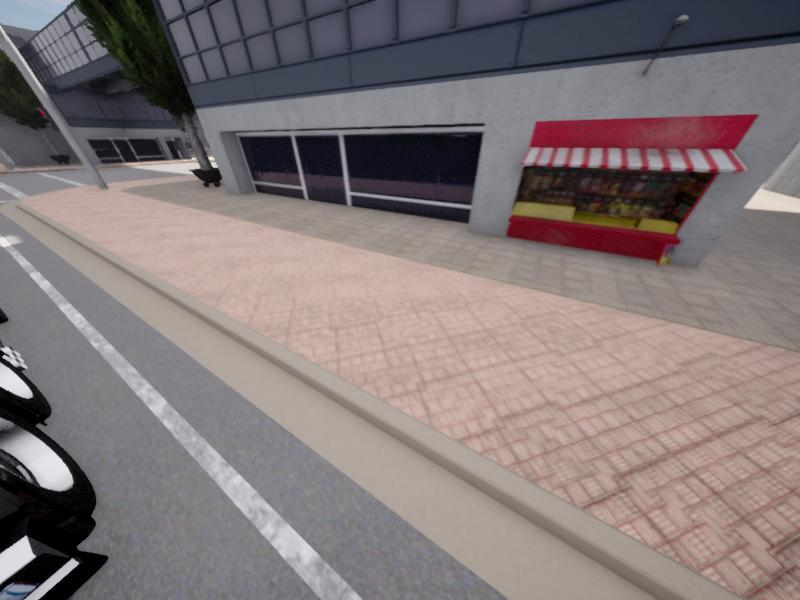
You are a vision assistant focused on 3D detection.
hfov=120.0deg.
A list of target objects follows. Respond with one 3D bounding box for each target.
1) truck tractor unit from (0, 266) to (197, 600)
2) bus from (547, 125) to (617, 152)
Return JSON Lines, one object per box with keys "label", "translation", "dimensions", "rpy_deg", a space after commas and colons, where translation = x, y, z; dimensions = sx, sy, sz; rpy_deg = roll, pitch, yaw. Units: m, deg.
{"label": "truck tractor unit", "translation": [-5.120, -0.289, 0.789], "dimensions": [6.516, 4.208, 3.053], "rpy_deg": [18, 39, 24]}
{"label": "bus", "translation": [37.285, -33.518, 48.135], "dimensions": [10.273, 4.253, 3.944], "rpy_deg": [18, 39, 25]}
